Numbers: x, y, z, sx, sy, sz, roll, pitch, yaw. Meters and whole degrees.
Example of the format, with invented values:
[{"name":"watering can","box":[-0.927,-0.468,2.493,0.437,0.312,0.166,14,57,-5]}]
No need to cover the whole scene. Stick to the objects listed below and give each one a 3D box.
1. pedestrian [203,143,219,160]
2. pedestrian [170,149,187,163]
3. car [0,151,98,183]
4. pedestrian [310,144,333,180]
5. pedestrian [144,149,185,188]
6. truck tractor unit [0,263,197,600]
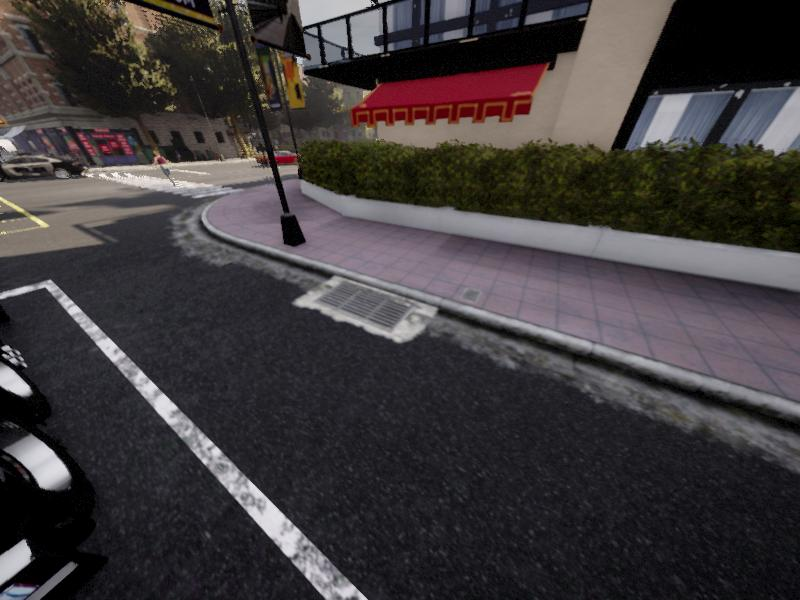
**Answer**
[{"name":"pedestrian","box":[-24.118,-18.983,29.524,0.751,1.860,0.751,13,37,19]},{"name":"pedestrian","box":[-25.788,-16.811,26.908,0.751,1.300,0.751,14,37,19]},{"name":"car","box":[-25.952,-9.394,16.267,5.238,1.638,1.930,-19,40,-25]},{"name":"pedestrian","box":[-4.904,-8.710,14.611,0.751,1.860,0.751,14,37,19]},{"name":"pedestrian","box":[-13.548,-7.577,13.322,0.751,1.860,0.751,16,38,22]},{"name":"truck tractor unit","box":[-5.108,-0.304,0.782,6.516,4.208,3.053,18,39,24]}]
